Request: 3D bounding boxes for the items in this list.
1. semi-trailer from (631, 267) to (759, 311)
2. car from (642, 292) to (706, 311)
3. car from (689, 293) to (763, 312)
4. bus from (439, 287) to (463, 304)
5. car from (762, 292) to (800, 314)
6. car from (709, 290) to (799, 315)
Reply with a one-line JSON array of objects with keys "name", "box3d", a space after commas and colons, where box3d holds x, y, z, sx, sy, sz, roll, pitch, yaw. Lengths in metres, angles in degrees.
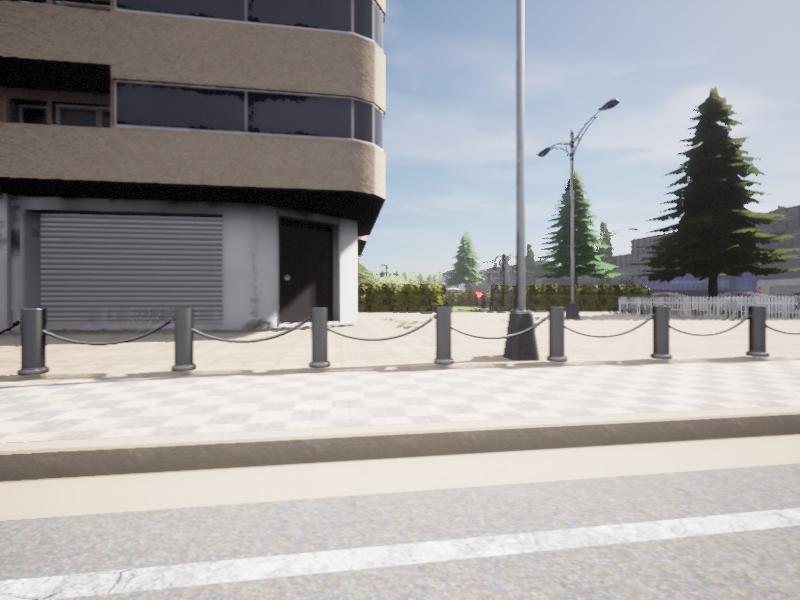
[{"name": "semi-trailer", "box3d": [33.828, -1.334, 47.321, 2.717, 4.402, 14.254, 0, 2, -9]}, {"name": "car", "box3d": [24.837, 0.139, 36.489, 2.242, 1.667, 4.611, 0, 0, -9]}, {"name": "car", "box3d": [28.552, 0.216, 35.324, 2.128, 1.511, 4.902, 0, 0, -9]}, {"name": "bus", "box3d": [13.901, -1.141, 109.795, 3.944, 4.253, 10.273, 0, 0, -7]}, {"name": "car", "box3d": [29.495, 0.208, 29.023, 2.007, 1.525, 4.514, 0, 0, -9]}, {"name": "car", "box3d": [25.880, 0.160, 29.532, 2.033, 1.649, 4.856, 0, 0, -8]}]
